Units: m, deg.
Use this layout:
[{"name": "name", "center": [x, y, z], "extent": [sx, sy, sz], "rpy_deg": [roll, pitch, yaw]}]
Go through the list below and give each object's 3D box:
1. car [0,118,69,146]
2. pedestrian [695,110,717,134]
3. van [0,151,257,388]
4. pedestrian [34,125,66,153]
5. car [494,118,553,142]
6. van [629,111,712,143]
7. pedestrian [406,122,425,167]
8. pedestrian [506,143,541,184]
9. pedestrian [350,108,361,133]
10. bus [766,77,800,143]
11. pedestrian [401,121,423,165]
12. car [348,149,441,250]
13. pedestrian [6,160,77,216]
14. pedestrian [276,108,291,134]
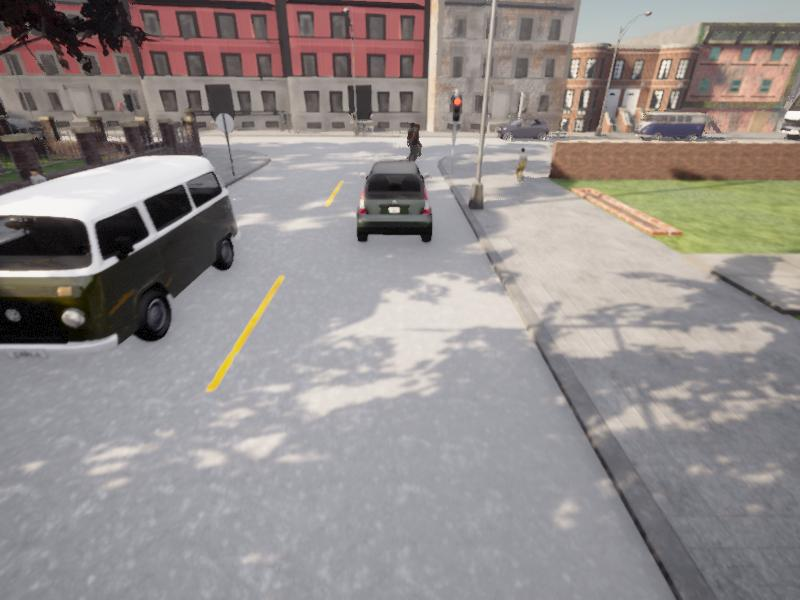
[{"name": "car", "center": [-24.678, -10.807, 25.671], "extent": [4.892, 1.490, 1.837], "rpy_deg": [0, 27, -1]}, {"name": "pedestrian", "center": [26.878, -15.623, 35.119], "extent": [0.751, 1.860, 0.751], "rpy_deg": [-2, 27, -4]}, {"name": "van", "center": [-4.099, -0.921, 6.127], "extent": [2.069, 2.038, 4.480], "rpy_deg": [0, 27, 0]}, {"name": "pedestrian", "center": [-18.756, -8.645, 21.479], "extent": [0.751, 1.300, 0.751], "rpy_deg": [-8, 28, -16]}, {"name": "car", "center": [9.006, -12.569, 29.486], "extent": [3.633, 1.501, 1.845], "rpy_deg": [-1, 27, -2]}, {"name": "van", "center": [19.826, -12.772, 29.524], "extent": [4.442, 1.987, 1.775], "rpy_deg": [0, 27, -1]}, {"name": "pedestrian", "center": [0.709, -7.144, 18.426], "extent": [0.751, 1.860, 0.751], "rpy_deg": [3, 27, 4]}, {"name": "pedestrian", "center": [4.513, -5.005, 14.684], "extent": [0.751, 1.300, 0.751], "rpy_deg": [-8, 28, -15]}, {"name": "pedestrian", "center": [-3.755, -15.145, 33.689], "extent": [0.751, 1.860, 0.751], "rpy_deg": [0, 27, -1]}, {"name": "bus", "center": [34.203, -13.683, 29.011], "extent": [10.273, 4.253, 3.944], "rpy_deg": [1, 27, -1]}, {"name": "pedestrian", "center": [0.550, -7.557, 19.226], "extent": [0.751, 1.860, 0.751], "rpy_deg": [14, 30, 25]}, {"name": "car", "center": [-0.131, -2.722, 10.150], "extent": [1.851, 1.617, 3.988], "rpy_deg": [0, 27, -1]}, {"name": "pedestrian", "center": [-9.407, -2.965, 10.560], "extent": [0.751, 1.300, 0.751], "rpy_deg": [0, 27, 0]}, {"name": "pedestrian", "center": [-9.332, -14.353, 32.079], "extent": [0.751, 1.860, 0.751], "rpy_deg": [2, 27, 3]}]
